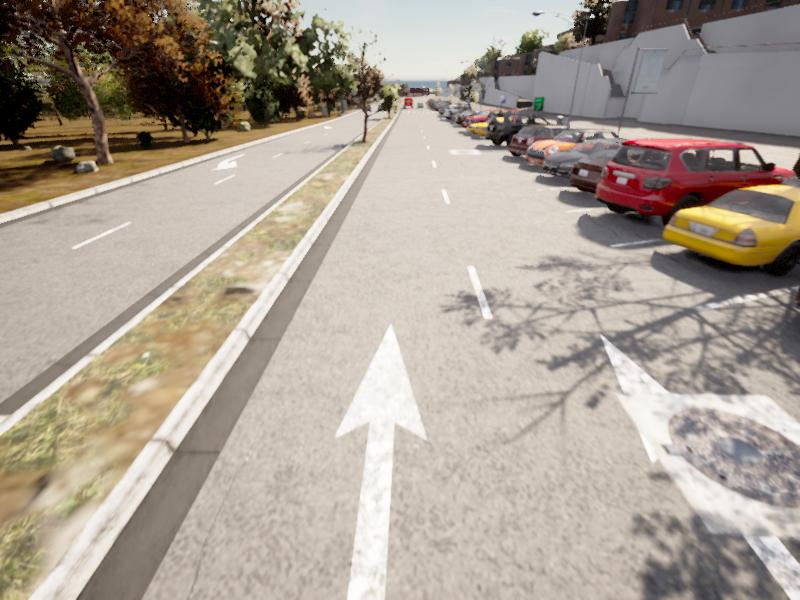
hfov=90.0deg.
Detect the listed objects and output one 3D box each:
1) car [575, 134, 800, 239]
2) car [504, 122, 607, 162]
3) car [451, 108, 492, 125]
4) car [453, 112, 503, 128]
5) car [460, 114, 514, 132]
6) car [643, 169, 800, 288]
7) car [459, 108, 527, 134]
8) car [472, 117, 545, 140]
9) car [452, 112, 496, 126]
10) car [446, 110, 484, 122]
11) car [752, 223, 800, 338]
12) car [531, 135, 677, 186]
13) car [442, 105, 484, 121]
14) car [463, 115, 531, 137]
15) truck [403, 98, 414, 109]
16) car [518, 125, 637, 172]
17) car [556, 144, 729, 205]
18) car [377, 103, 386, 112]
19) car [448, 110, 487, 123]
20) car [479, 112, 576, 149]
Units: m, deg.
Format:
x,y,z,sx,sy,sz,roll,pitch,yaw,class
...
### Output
x,y,z,sx,sy,sz,roll,pitch,yaw,class
8.091,-3.266,10.844,5.566,2.045,2.435,-8,28,-17,car
8.291,-8.598,21.576,4.553,1.767,2.185,-8,28,-17,car
9.060,-23.446,51.067,4.553,1.767,2.185,-8,28,-17,car
8.892,-20.636,45.754,5.008,1.535,2.097,-8,28,-17,car
8.744,-17.916,40.389,4.792,1.488,2.163,-8,28,-17,car
8.170,-1.700,8.329,5.366,1.575,1.946,-8,28,-17,car
8.685,-16.820,37.580,5.566,2.045,2.435,-8,28,-17,car
8.752,-13.935,32.403,5.366,1.575,1.946,-8,28,-17,car
8.966,-21.946,48.453,4.674,1.452,2.002,-8,28,-17,car
9.182,-26.022,56.502,4.792,1.488,2.163,-8,28,-17,car
7.917,-0.270,5.620,4.674,1.452,2.002,-8,28,-17,car
8.199,-5.764,16.291,4.892,1.521,2.231,-8,29,-17,car
9.249,-27.631,59.047,5.566,2.045,2.435,-8,28,-17,car
8.466,-15.232,34.966,5.366,1.575,1.946,-8,28,-17,car
2.198,-50.415,102.442,2.627,2.467,5.204,1,28,1,truck
8.289,-7.242,18.914,4.553,1.767,2.185,-8,29,-17,car
8.153,-4.382,13.645,4.792,1.488,2.163,-8,28,-17,car
-3.976,-41.518,86.395,1.851,1.617,3.988,1,28,1,car
9.094,-24.643,53.811,4.674,1.452,2.002,-8,29,-17,car
8.476,-11.434,26.892,5.566,2.045,2.435,-8,28,-17,car
